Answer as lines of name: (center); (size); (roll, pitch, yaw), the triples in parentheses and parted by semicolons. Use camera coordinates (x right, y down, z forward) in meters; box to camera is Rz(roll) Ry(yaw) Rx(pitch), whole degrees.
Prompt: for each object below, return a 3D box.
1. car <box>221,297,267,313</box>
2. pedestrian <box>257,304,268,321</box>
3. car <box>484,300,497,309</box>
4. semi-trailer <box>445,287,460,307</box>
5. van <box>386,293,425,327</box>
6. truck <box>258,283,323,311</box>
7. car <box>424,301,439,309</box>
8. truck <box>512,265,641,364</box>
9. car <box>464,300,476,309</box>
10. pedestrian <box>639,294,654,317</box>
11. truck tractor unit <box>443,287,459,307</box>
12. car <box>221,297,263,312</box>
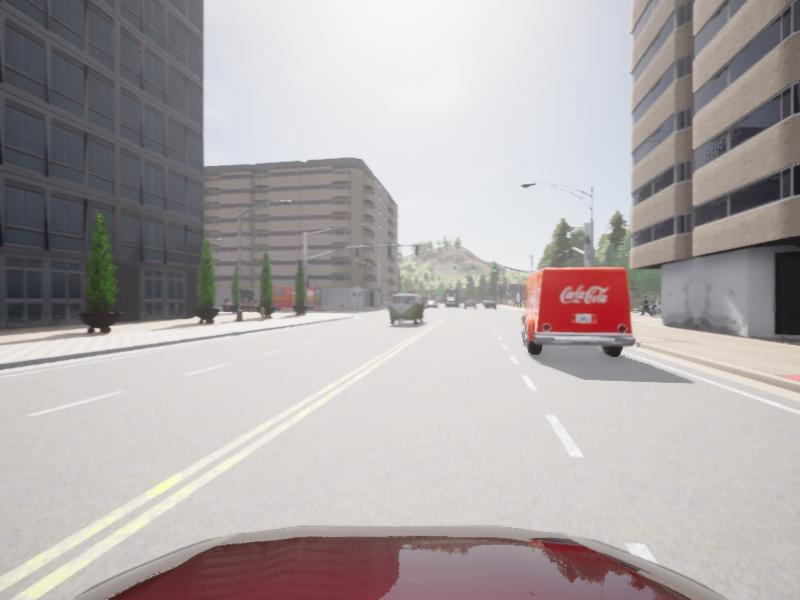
car: (-17.923, 0.599, 46.096); (4.553, 1.767, 2.097); (0, 0, 11)
pedestrian: (-9.101, 0.844, 26.517); (0.500, 1.100, 0.500); (0, 0, 20)
car: (16.008, 0.788, 71.029); (1.930, 1.638, 5.238); (0, 0, 11)
semi-trailer: (12.586, -0.609, 94.517); (2.717, 4.402, 14.254); (0, 0, 11)
van: (0.463, 0.596, 25.626); (1.775, 1.987, 4.442); (0, 0, 11)
truck: (-15.365, -0.413, 56.303); (8.468, 3.827, 2.891); (0, 0, 11)
car: (5.910, 0.849, 74.196); (2.163, 1.488, 4.792); (0, 0, 10)
truck: (5.201, 0.364, 12.793); (2.627, 2.467, 5.204); (0, 0, 11)
car: (12.692, 0.792, 72.346); (2.152, 1.651, 5.027); (0, 0, 11)
pedestrian: (20.070, 0.460, 32.574); (0.751, 1.860, 0.751); (0, 0, 6)
truck tractor unit: (11.162, -0.519, 86.736); (3.053, 4.208, 6.516); (0, -1, 10)
car: (-19.712, 0.553, 50.001); (4.605, 1.855, 1.932); (0, 0, 11)
